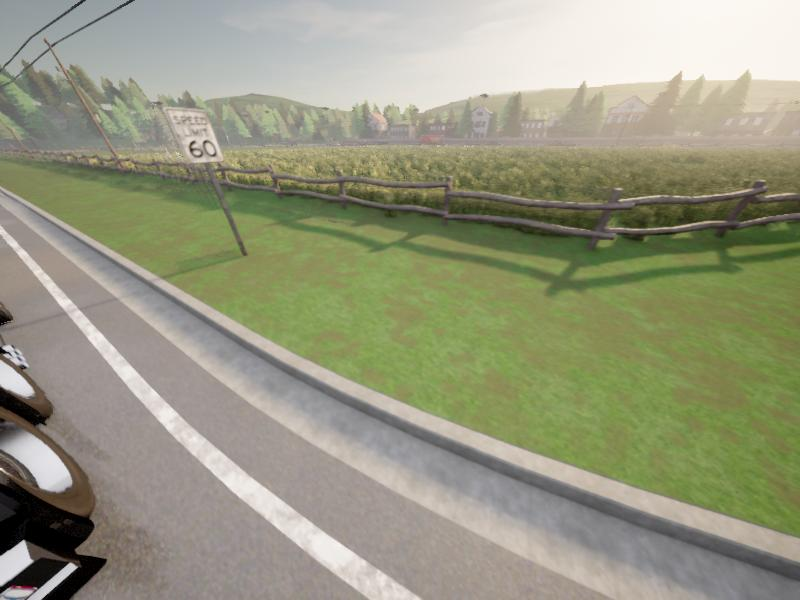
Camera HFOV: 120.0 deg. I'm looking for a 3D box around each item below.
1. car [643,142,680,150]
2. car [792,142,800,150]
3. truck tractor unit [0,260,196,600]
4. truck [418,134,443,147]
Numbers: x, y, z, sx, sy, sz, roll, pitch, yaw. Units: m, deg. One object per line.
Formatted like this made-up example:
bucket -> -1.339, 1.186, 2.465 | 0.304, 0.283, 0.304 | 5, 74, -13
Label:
car -> 61.367, -36.334, 54.366 | 5.366, 1.575, 1.801 | 19, 39, 25
car -> 87.368, -32.225, 48.314 | 4.902, 1.511, 2.128 | 19, 39, 25
truck tractor unit -> -5.105, -0.307, 0.792 | 6.516, 4.208, 3.053 | 19, 39, 25
truck -> 11.167, -58.765, 85.062 | 8.468, 3.827, 2.891 | 19, 39, 25
